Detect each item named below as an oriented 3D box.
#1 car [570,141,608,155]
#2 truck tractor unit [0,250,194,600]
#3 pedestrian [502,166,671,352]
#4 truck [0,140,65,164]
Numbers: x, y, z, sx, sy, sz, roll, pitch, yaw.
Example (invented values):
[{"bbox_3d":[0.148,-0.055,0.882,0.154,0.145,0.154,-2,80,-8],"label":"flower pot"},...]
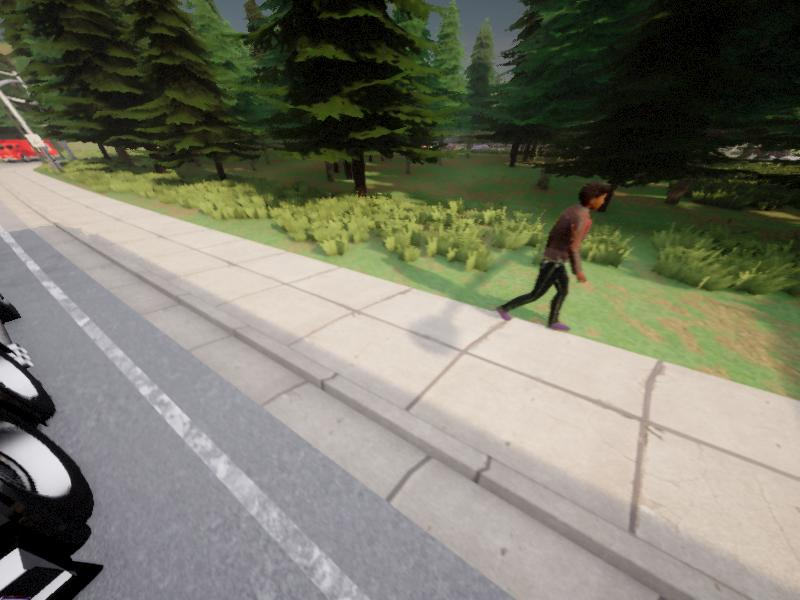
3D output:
[{"bbox_3d":[32.589,-26.349,39.962,4.605,1.855,1.932,20,40,27],"label":"car"},{"bbox_3d":[-5.087,-0.324,0.813,6.516,4.208,3.053,19,39,25],"label":"truck tractor unit"},{"bbox_3d":[1.849,-0.423,2.660,0.751,1.860,0.751,16,38,22],"label":"pedestrian"},{"bbox_3d":[-49.205,-19.531,30.328,2.627,2.467,5.204,-4,35,-6],"label":"truck"}]
